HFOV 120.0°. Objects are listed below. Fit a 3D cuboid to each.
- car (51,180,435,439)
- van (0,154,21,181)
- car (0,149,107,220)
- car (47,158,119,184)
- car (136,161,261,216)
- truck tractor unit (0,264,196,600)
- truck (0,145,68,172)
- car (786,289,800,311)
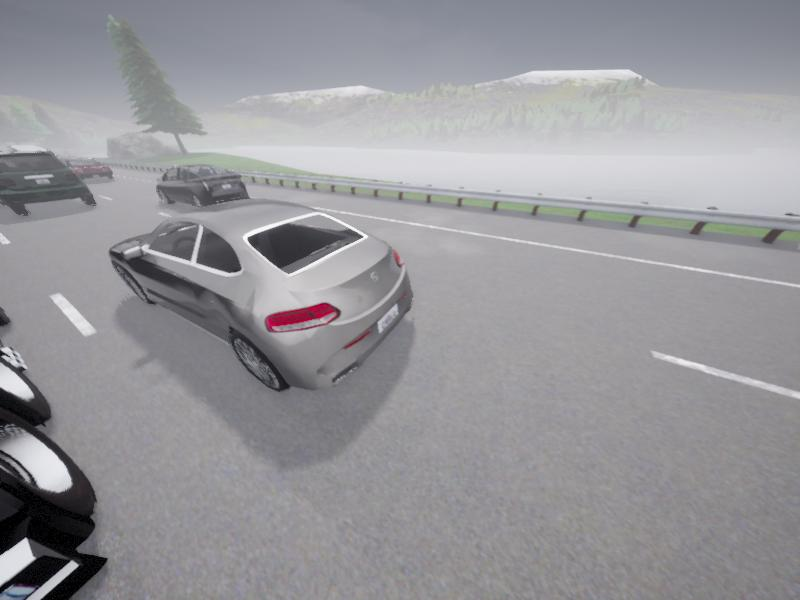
[{"bbox_3d":[-2.289,-0.609,3.502,5.027,1.651,2.152,18,39,25],"label":"car"},{"bbox_3d":[-31.379,-10.176,17.242,4.480,2.038,2.069,18,39,24],"label":"van"},{"bbox_3d":[-15.465,-5.038,9.661,5.566,2.045,2.150,18,39,24],"label":"car"},{"bbox_3d":[-23.041,-9.482,16.800,4.718,1.301,1.895,18,39,24],"label":"car"},{"bbox_3d":[-8.502,-4.880,9.807,4.514,1.525,2.007,18,39,24],"label":"car"},{"bbox_3d":[-5.113,-0.296,0.793,6.516,4.208,3.053,18,38,24],"label":"truck tractor unit"},{"bbox_3d":[-36.803,-14.255,23.126,6.274,2.098,2.390,18,39,24],"label":"truck"},{"bbox_3d":[8.431,0.566,1.724,5.366,1.575,1.801,18,39,24],"label":"car"}]
